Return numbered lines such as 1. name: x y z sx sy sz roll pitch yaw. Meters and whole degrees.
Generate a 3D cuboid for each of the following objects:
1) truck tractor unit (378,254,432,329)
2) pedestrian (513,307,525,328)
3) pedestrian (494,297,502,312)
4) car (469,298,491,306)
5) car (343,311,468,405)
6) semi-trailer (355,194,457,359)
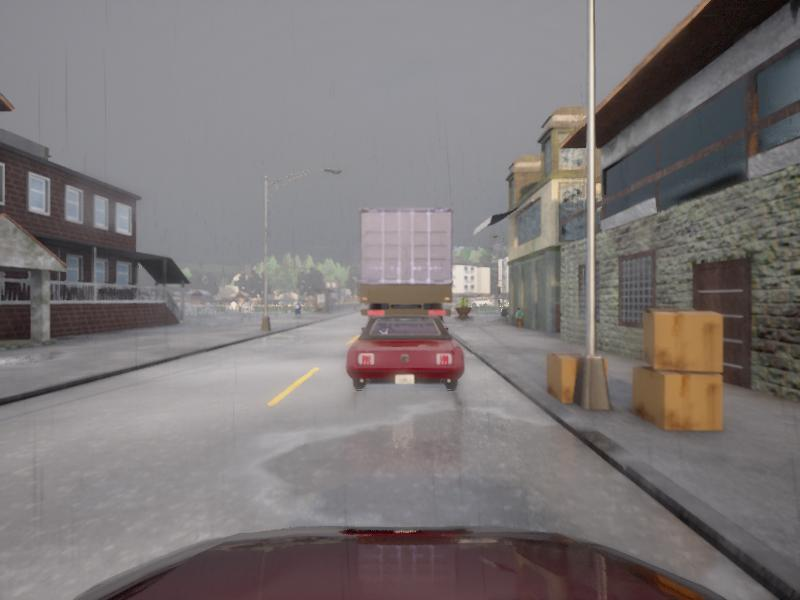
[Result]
1. truck tractor unit: 0.333 -0.521 25.738 3.053 4.208 6.516 0 0 1
2. pedestrian: 6.262 0.914 21.075 0.500 1.100 0.500 0 0 1
3. pedestrian: 12.277 0.546 49.900 0.751 1.860 0.751 0 0 -8
4. car: 21.576 0.570 108.045 5.566 2.045 2.150 0 0 1
5. car: 0.105 0.949 8.454 1.895 1.301 4.718 0 0 1
6. semi-trailer: 0.244 -0.618 17.828 2.717 4.402 14.254 0 0 1
